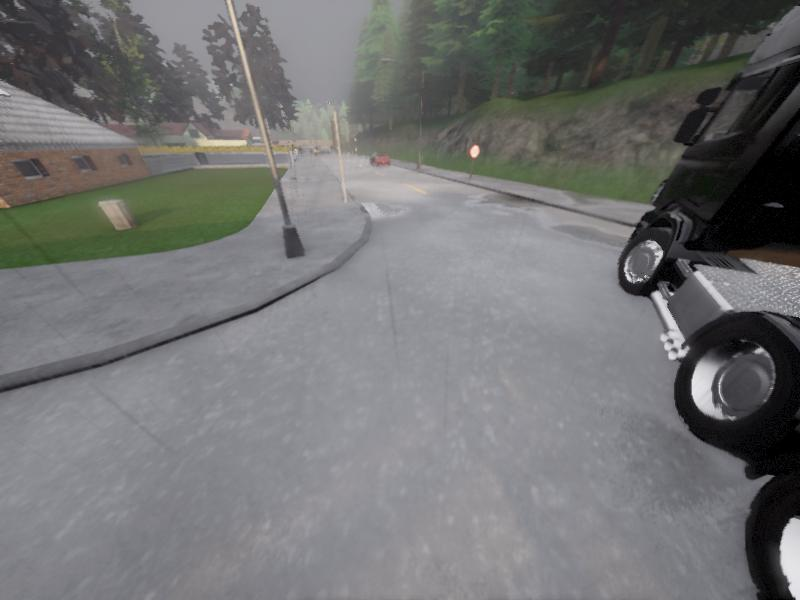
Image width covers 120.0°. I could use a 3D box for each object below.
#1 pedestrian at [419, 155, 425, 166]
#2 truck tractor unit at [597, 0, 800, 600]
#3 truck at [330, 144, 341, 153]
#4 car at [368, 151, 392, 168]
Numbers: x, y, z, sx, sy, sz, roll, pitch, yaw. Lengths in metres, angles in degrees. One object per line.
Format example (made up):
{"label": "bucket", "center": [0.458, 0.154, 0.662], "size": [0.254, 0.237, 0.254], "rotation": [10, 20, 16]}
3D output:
{"label": "pedestrian", "center": [2.525, -16.124, 26.670], "size": [0.500, 1.100, 0.500], "rotation": [28, 43, 34]}
{"label": "truck tractor unit", "center": [4.430, -0.683, 1.379], "size": [3.053, 4.208, 6.516], "rotation": [19, 38, 24]}
{"label": "truck", "center": [-19.387, -45.564, 69.304], "size": [2.390, 2.098, 6.274], "rotation": [-11, 36, -15]}
{"label": "car", "center": [-2.417, -16.715, 27.383], "size": [1.845, 1.501, 3.633], "rotation": [-11, 36, -15]}
